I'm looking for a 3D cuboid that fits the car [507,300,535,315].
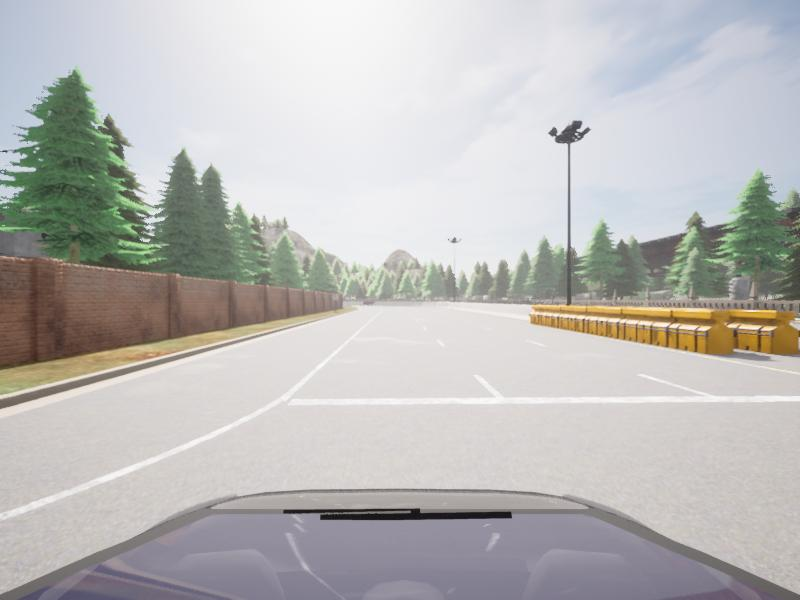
[{"bbox_3d":[13.305,0.786,44.112,1.851,1.617,3.988,0,0,-1],"label":"car"}]
